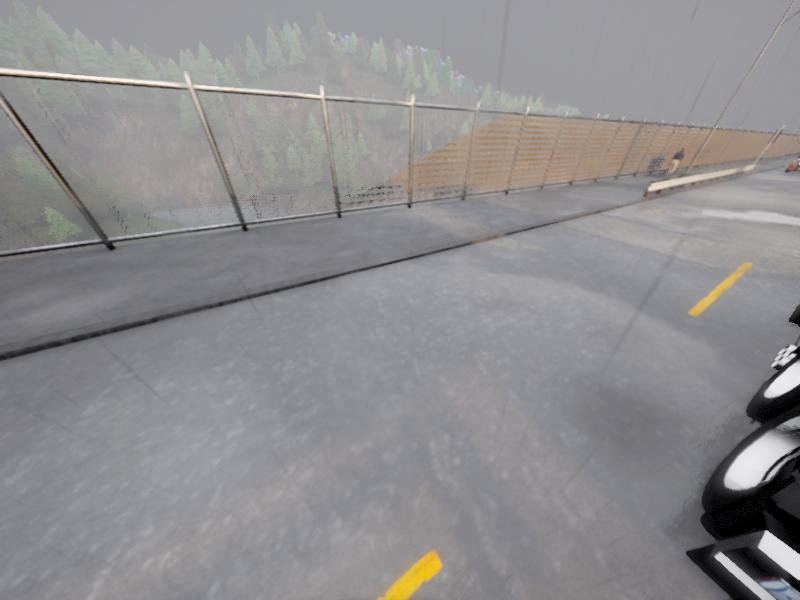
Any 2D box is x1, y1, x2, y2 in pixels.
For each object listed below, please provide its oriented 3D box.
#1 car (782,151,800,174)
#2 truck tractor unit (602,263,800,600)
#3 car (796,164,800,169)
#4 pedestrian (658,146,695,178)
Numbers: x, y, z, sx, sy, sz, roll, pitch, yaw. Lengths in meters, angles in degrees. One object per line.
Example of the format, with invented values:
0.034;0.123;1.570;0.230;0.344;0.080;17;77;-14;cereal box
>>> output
36.327;-12.101;20.130;4.553;1.767;2.097;-18;39;-24;car
5.112;-0.300;0.786;6.516;4.208;3.053;-18;39;-24;truck tractor unit
42.661;-14.015;23.307;4.181;1.385;1.994;-18;39;-25;car
19.408;-9.708;16.265;0.751;1.860;0.751;-17;39;-24;pedestrian
